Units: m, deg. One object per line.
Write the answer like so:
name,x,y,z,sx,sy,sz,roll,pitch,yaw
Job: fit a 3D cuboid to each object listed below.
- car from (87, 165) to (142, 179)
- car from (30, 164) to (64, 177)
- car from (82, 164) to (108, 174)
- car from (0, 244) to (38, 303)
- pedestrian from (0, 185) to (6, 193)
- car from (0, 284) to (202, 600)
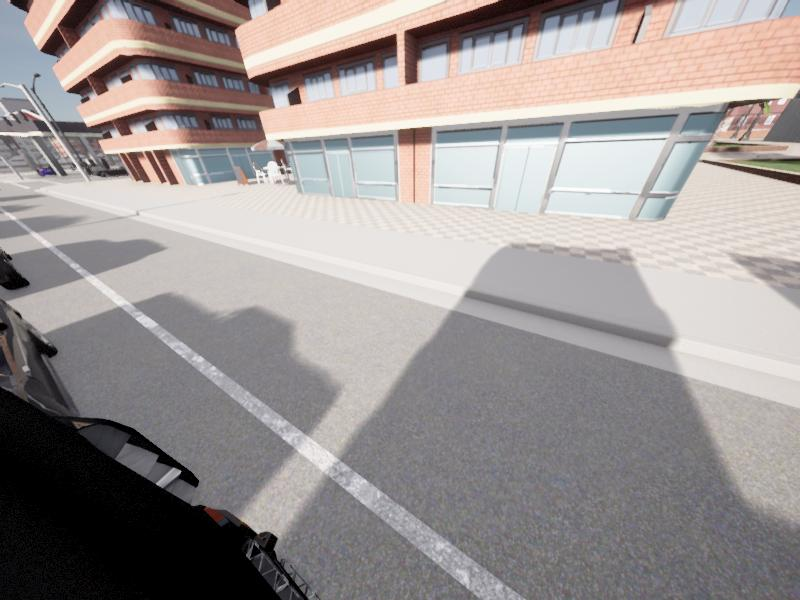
car,-41.293,-18.688,33.589,1.895,1.301,4.718,16,38,25
car,-60.565,-22.218,39.665,4.611,1.667,2.242,17,38,26
car,-58.306,-25.121,44.147,3.806,1.475,1.970,17,38,26
car,-9.771,-0.959,4.391,4.553,1.767,2.097,16,38,26
pedestrian,-36.277,-10.422,20.305,0.751,1.860,0.751,-30,43,-35
car,-3.817,0.997,1.496,4.718,1.301,1.895,16,38,26
